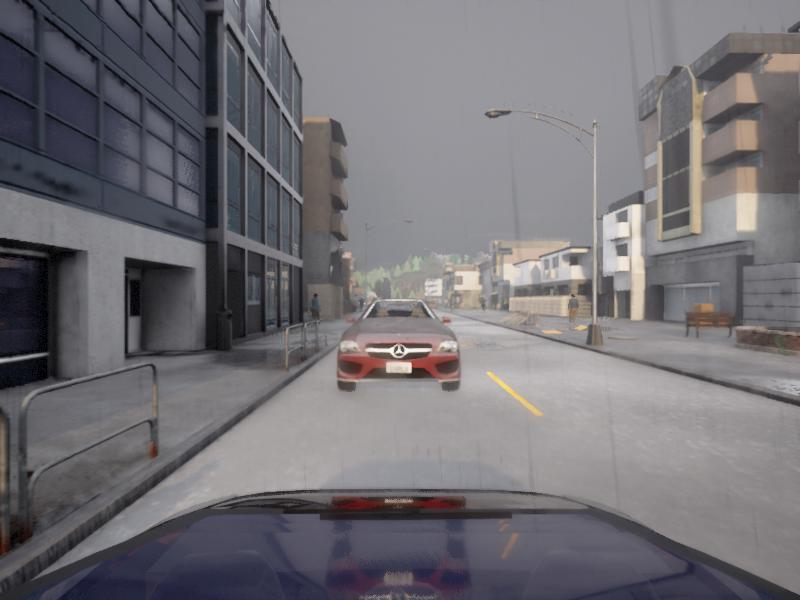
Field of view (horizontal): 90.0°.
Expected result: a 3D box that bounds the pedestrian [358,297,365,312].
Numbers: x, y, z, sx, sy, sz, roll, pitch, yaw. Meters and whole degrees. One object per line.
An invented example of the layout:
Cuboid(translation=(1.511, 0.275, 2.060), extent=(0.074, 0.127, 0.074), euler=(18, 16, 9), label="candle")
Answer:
Cuboid(translation=(-4.808, 0.514, 49.855), extent=(0.751, 1.860, 0.751), euler=(0, 0, 0), label="pedestrian")

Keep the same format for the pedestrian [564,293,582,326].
Cuboid(translation=(9.911, 0.524, 22.938), extent=(0.751, 1.860, 0.751), euler=(0, 0, 1), label="pedestrian")

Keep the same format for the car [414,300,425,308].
Cuboid(translation=(3.796, 0.771, 78.638), extent=(1.801, 1.575, 5.366), euler=(0, 0, 0), label="car")

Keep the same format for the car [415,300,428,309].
Cuboid(translation=(3.815, 0.744, 71.389), extent=(1.930, 1.638, 5.238), euler=(0, 0, 0), label="car")

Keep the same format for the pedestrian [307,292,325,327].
Cuboid(translation=(-4.535, 0.525, 21.600), extent=(0.751, 1.860, 0.751), euler=(0, 0, 3), label="pedestrian")

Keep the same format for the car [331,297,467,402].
Cuboid(translation=(-0.024, 0.777, 8.822), extent=(2.152, 1.651, 5.027), euler=(0, 0, 0), label="car")

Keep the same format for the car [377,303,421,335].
Cuboid(translation=(-0.057, 0.886, 20.952), extent=(2.033, 1.411, 5.357), euler=(0, 0, 0), label="car")
